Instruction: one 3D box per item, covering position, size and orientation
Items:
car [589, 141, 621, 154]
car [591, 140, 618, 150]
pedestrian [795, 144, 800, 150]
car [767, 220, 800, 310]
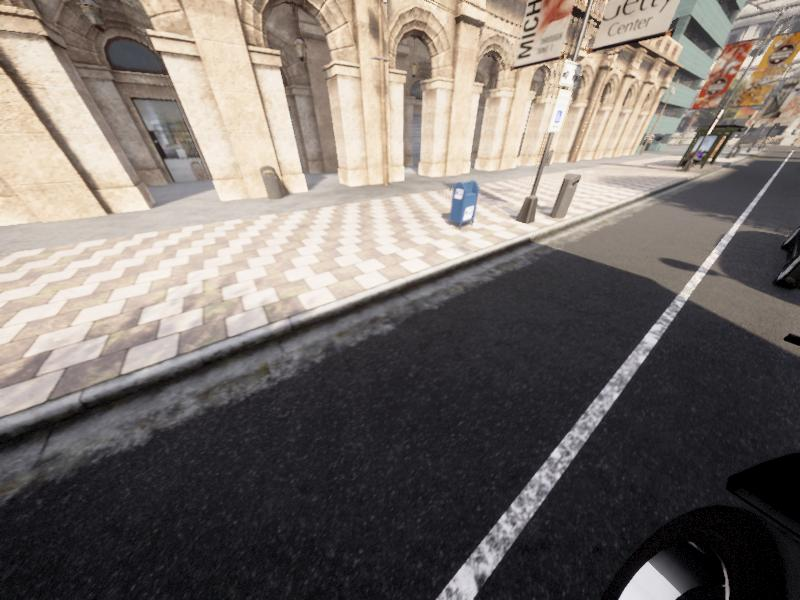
[{"bbox_3d":[32.795,-24.437,36.960,4.786,1.482,2.161,-22,41,-28],"label":"car"},{"bbox_3d":[39.914,-30.267,45.123,4.902,1.511,2.128,-22,41,-28],"label":"car"},{"bbox_3d":[73.918,-28.523,42.292,0.751,1.860,0.751,-22,41,-28],"label":"pedestrian"},{"bbox_3d":[8.660,-0.979,3.961,4.892,1.490,1.837,-22,41,-28],"label":"car"}]
